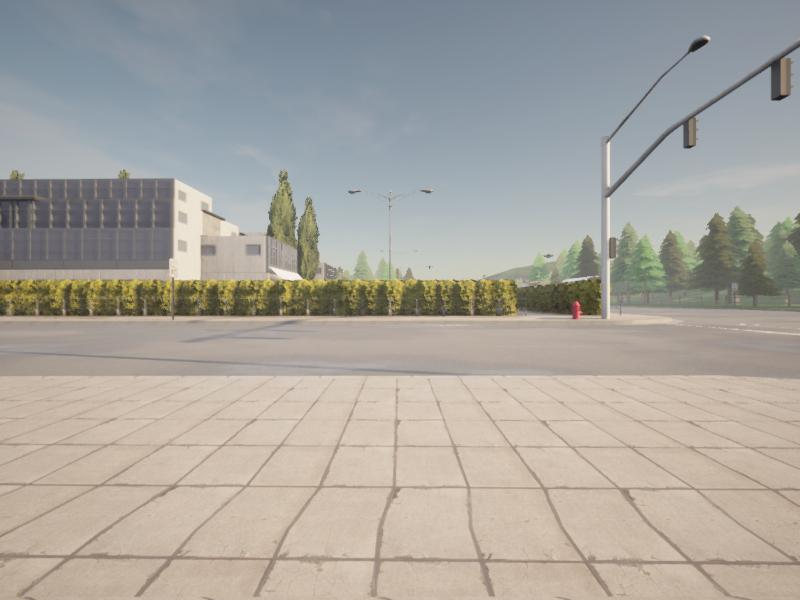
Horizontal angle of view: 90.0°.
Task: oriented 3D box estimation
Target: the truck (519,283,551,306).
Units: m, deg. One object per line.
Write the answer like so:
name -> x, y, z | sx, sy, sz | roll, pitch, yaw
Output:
truck -> 23.872, -0.945, 71.193 | 2.891, 3.827, 8.468 | 0, 0, 1

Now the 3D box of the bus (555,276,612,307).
bus -> 27.058, -1.157, 59.693 | 3.944, 4.253, 10.273 | 0, 0, 1
